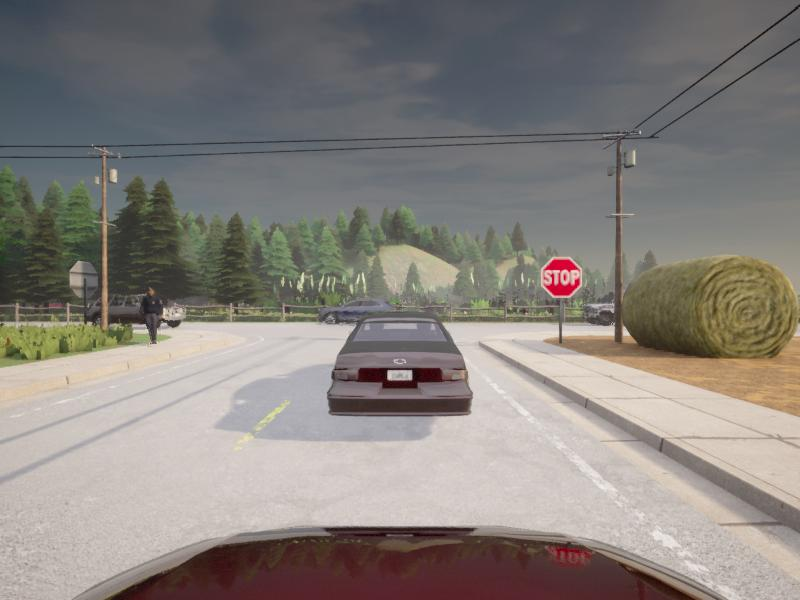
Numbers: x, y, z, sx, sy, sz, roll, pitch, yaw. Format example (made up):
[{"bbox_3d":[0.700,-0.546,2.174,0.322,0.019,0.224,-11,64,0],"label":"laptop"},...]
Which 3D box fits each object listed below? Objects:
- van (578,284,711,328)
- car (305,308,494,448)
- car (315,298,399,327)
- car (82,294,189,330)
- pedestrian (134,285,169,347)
[{"bbox_3d":[14.300,0.325,23.744,6.366,2.431,2.351,0,0,3],"label":"van"},{"bbox_3d":[-0.001,0.889,6.985,2.033,1.411,5.357,0,0,0],"label":"car"},{"bbox_3d":[-2.537,0.730,24.545,4.856,1.649,2.033,0,0,3],"label":"car"},{"bbox_3d":[-14.131,0.601,21.526,4.605,1.855,1.932,0,0,5],"label":"car"},{"bbox_3d":[-7.635,0.475,12.321,0.751,1.860,0.751,0,0,-17],"label":"pedestrian"}]
